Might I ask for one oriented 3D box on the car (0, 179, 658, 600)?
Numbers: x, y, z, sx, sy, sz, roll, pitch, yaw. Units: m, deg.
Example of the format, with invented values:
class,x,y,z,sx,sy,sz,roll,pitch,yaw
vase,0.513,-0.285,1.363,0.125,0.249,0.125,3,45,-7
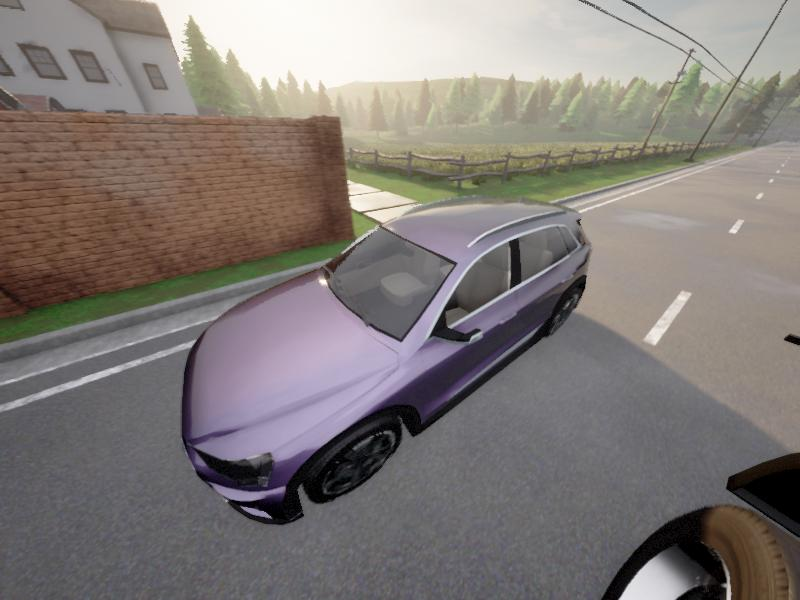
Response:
class,x,y,z,sx,sy,sz,roll,pitch,yaw
car,0.433,-0.158,2.713,4.856,1.649,2.033,-22,41,-28
